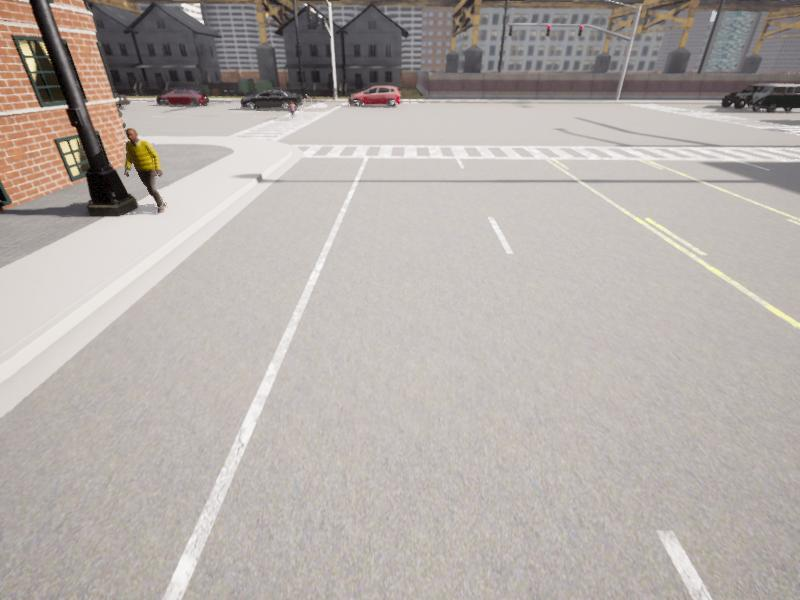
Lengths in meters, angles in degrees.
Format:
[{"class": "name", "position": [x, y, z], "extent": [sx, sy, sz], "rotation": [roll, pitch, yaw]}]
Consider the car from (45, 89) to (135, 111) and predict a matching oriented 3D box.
[{"class": "car", "position": [-24.773, -16.083, 32.125], "extent": [5.357, 1.411, 2.033], "rotation": [1, 30, 1]}]

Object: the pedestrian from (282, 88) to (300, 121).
[{"class": "pedestrian", "position": [-6.884, -12.393, 25.378], "extent": [0.751, 1.860, 0.751], "rotation": [-2, 30, -4]}]

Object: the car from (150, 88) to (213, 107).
[{"class": "car", "position": [-19.052, -17.777, 35.087], "extent": [4.181, 1.385, 1.994], "rotation": [1, 30, 1]}]

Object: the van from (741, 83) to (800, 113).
[{"class": "van", "position": [29.989, -15.795, 31.334], "extent": [4.442, 1.987, 1.775], "rotation": [1, 30, 1]}]

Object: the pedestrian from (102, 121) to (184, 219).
[{"class": "pedestrian", "position": [-5.435, -2.770, 8.573], "extent": [0.751, 1.860, 0.751], "rotation": [-1, 30, -2]}]

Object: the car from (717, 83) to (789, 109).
[{"class": "car", "position": [30.225, -17.516, 34.382], "extent": [3.866, 1.878, 1.905], "rotation": [1, 30, 1]}]

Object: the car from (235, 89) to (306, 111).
[{"class": "car", "position": [-10.213, -15.982, 31.929], "extent": [4.892, 1.490, 1.837], "rotation": [1, 30, 1]}]

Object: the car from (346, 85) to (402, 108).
[{"class": "car", "position": [-2.158, -17.740, 34.814], "extent": [4.611, 1.667, 2.242], "rotation": [1, 30, 1]}]
